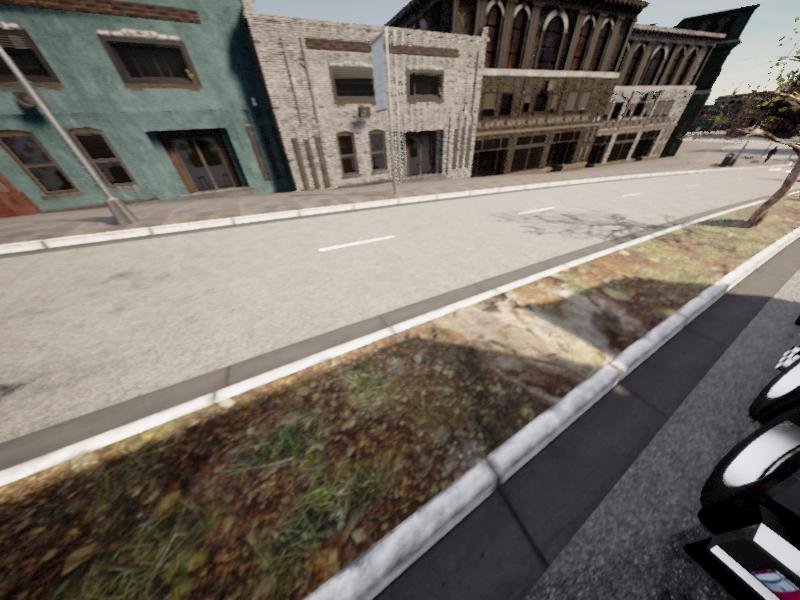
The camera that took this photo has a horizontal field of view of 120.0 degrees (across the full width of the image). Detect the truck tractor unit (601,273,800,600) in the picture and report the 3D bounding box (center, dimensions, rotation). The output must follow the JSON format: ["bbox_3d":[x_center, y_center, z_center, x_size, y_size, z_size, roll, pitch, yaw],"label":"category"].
[{"bbox_3d":[5.132,-0.277,0.768,6.516,4.208,3.053,-17,39,-24],"label":"truck tractor unit"}]
